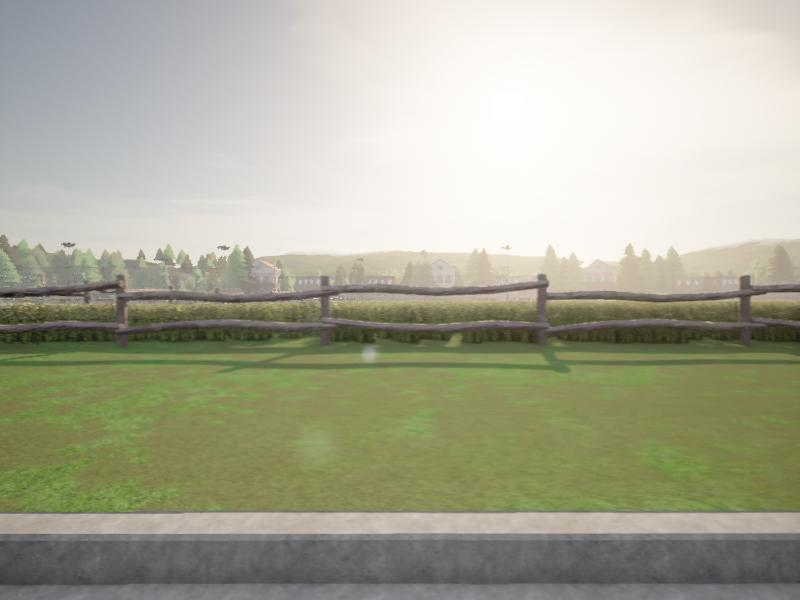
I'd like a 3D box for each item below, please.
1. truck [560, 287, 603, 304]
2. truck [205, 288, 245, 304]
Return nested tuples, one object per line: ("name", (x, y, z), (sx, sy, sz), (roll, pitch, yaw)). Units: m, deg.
("truck", (41.495, -0.962, 91.662), (8.468, 3.827, 2.891), (0, 0, 0))
("truck", (-41.732, -0.886, 95.546), (8.468, 3.827, 2.891), (0, 0, 0))
